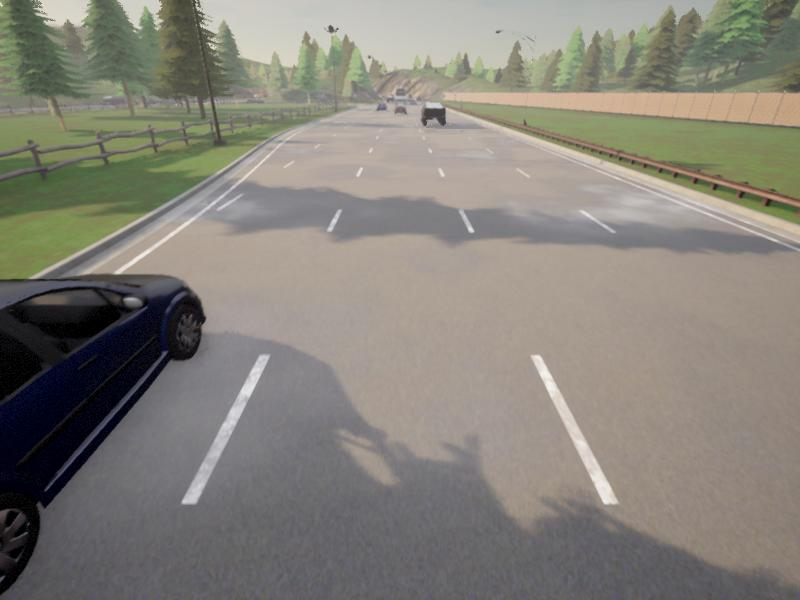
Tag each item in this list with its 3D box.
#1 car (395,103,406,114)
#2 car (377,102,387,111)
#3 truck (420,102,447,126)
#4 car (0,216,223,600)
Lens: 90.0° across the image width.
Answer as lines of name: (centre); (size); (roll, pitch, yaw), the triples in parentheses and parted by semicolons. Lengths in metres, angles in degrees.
car: (0.096, -31.902, 66.614); (1.812, 1.442, 4.674); (0, 27, 0)
car: (-3.392, -36.913, 76.210); (1.816, 1.474, 4.193); (0, 27, 0)
truck: (3.568, -20.255, 43.447); (2.390, 2.098, 6.274); (0, 27, 0)
car: (-3.486, 0.582, 3.660); (1.851, 1.617, 3.988); (0, 27, 0)
